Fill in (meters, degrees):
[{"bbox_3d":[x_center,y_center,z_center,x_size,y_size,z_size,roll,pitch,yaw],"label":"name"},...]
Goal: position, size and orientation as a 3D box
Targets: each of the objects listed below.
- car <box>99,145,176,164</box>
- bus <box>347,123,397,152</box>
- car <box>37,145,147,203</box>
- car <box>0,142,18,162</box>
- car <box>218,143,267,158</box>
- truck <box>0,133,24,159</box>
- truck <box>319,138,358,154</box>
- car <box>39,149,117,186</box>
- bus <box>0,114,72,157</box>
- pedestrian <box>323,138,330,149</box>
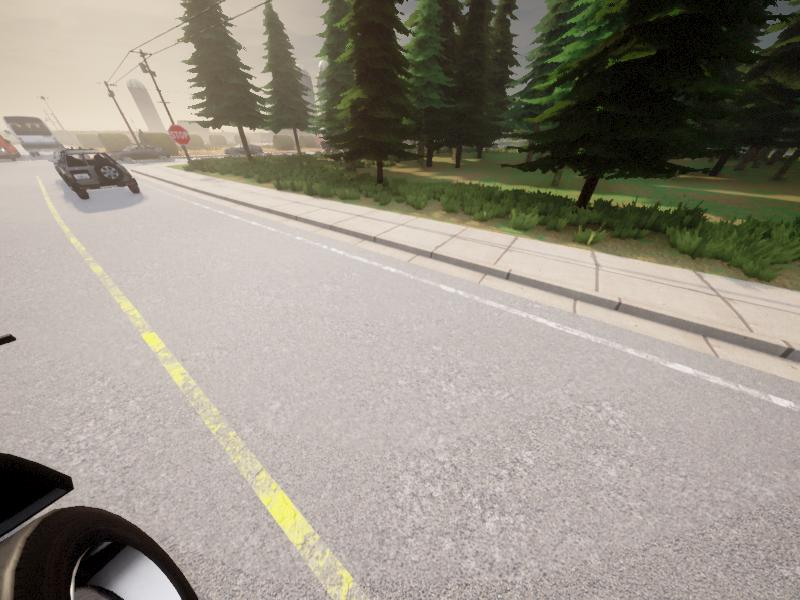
[{"bbox_3d":[-27.513,-15.488,24.442,2.128,1.511,4.902,20,39,25],"label":"car"},{"bbox_3d":[-5.175,-32.262,46.039,3.944,4.253,10.273,21,40,27],"label":"bus"},{"bbox_3d":[-14.101,-5.926,10.586,4.605,1.855,1.932,23,41,29],"label":"car"},{"bbox_3d":[-42.941,-15.730,24.540,3.988,1.617,1.851,23,41,29],"label":"car"},{"bbox_3d":[-21.569,-20.644,31.809,2.128,1.511,4.902,21,40,27],"label":"car"},{"bbox_3d":[-48.470,-18.479,27.657,5.204,2.467,2.627,23,41,29],"label":"truck"},{"bbox_3d":[-10.476,-26.738,40.028,2.390,2.098,6.274,21,40,27],"label":"truck"},{"bbox_3d":[-19.326,-8.062,13.887,4.514,1.525,2.007,25,42,31],"label":"car"},{"bbox_3d":[-50.135,-22.362,31.603,10.273,4.253,3.944,23,41,29],"label":"bus"},{"bbox_3d":[-15.147,-32.060,47.431,0.751,1.860,0.751,28,43,33],"label":"pedestrian"}]
